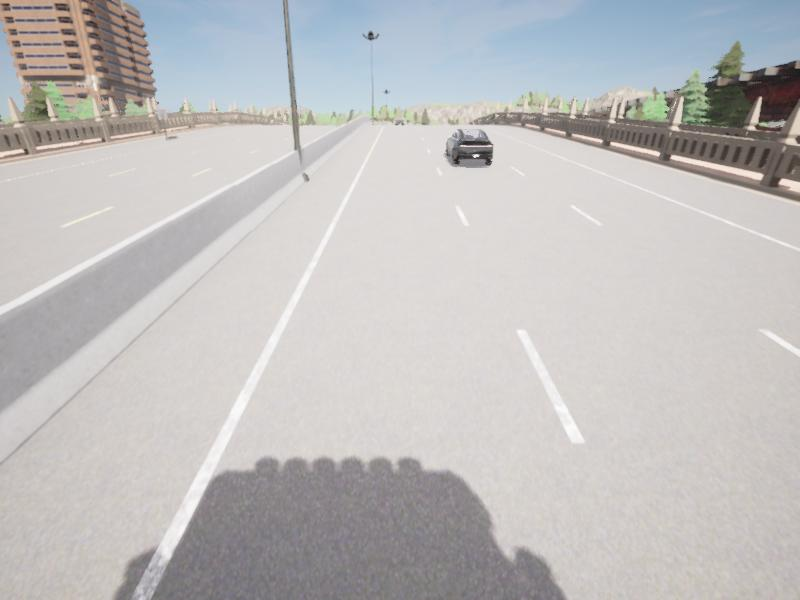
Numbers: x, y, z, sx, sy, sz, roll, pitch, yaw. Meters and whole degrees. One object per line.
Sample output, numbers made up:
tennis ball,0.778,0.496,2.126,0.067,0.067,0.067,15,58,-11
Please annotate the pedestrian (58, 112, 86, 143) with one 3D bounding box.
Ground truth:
pedestrian,-21.770,-11.405,26.543,0.751,1.860,0.751,0,20,0

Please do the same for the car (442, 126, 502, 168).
car,3.490,-7.885,20.361,2.128,1.511,4.902,0,27,0
